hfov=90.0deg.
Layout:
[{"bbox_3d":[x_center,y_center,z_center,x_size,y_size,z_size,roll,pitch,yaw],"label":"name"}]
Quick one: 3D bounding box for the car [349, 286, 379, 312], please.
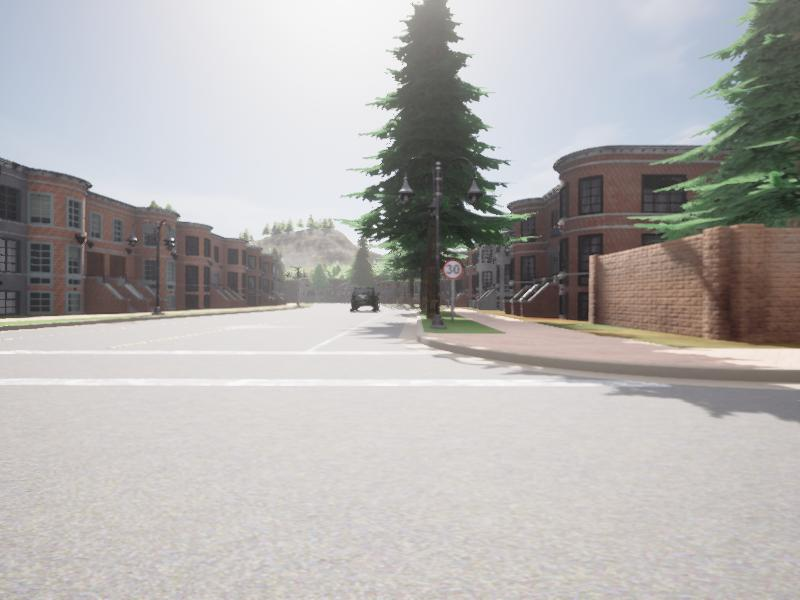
[{"bbox_3d":[-3.056,-0.084,35.293,2.150,2.045,5.566,0,0,0],"label":"car"}]
